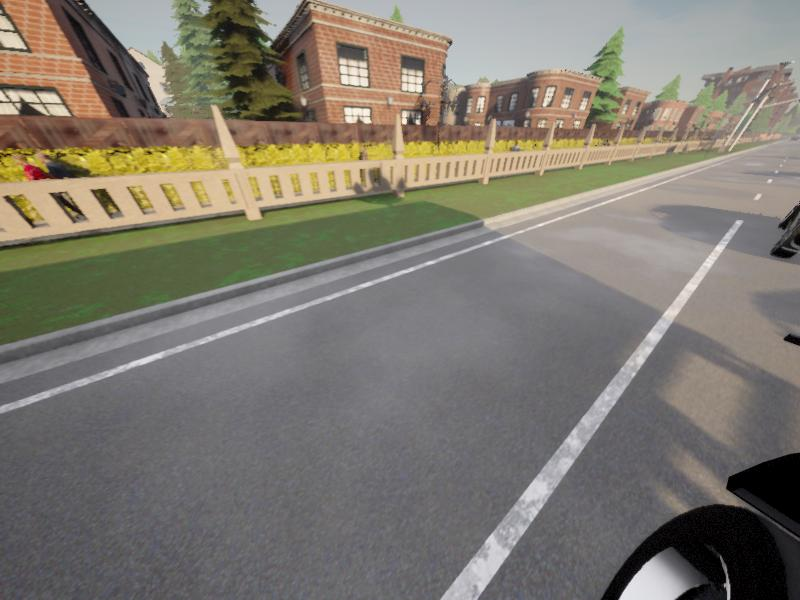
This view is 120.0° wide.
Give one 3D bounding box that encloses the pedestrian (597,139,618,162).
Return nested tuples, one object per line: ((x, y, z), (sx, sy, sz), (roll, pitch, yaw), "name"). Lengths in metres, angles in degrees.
((20.220, -14.613, 22.529), (0.751, 1.860, 0.751), (-23, 41, -29), "pedestrian")

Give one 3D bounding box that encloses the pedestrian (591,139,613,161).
((20.171, -15.016, 23.103), (0.751, 1.860, 0.751), (-17, 38, -22), "pedestrian")

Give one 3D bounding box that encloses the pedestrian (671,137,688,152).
((42.445, -23.628, 35.105), (0.751, 1.860, 0.751), (-24, 41, -29), "pedestrian")

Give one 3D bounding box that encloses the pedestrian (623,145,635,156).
((28.034, -18.253, 28.279), (0.500, 1.100, 0.500), (-22, 40, -27), "pedestrian")

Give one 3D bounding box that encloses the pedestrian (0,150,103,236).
((-8.980, -2.727, 5.940), (0.751, 1.860, 0.751), (-23, 41, -28), "pedestrian")

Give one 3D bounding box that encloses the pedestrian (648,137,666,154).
((35.625, -21.409, 32.024), (0.751, 1.860, 0.751), (-21, 40, -27), "pedestrian")

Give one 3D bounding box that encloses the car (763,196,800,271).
((10.543, -1.821, 4.983), (5.027, 1.651, 2.152), (-22, 41, -28), "car")

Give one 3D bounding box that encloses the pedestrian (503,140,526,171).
((8.297, -10.512, 16.818), (0.751, 1.860, 0.751), (-23, 41, -28), "pedestrian")

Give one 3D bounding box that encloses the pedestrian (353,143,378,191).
((-1.591, -6.286, 10.917), (0.751, 1.860, 0.751), (-23, 41, -28), "pedestrian")

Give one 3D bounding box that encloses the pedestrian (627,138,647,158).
((26.939, -17.320, 26.305), (0.751, 1.860, 0.751), (-22, 40, -27), "pedestrian")

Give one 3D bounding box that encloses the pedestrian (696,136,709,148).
((61.744, -32.234, 47.130), (0.751, 1.860, 0.751), (-22, 41, -28), "pedestrian")

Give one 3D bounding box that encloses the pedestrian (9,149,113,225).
((-9.644, -3.272, 6.718), (0.751, 1.860, 0.751), (-22, 41, -28), "pedestrian")
